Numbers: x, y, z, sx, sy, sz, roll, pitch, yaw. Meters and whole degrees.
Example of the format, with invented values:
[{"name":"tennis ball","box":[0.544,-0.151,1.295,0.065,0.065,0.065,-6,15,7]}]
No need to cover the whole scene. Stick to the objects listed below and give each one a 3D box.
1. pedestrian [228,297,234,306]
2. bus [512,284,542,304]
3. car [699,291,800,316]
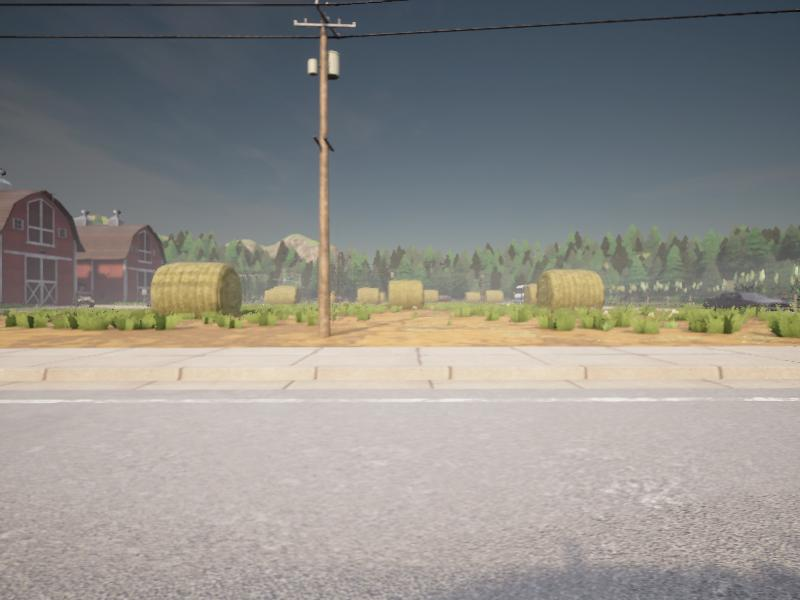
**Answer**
[{"name":"pedestrian","box":[-25.668,0.211,60.917,0.751,1.300,0.751,0,0,-16]},{"name":"bus","box":[28.957,-1.251,91.826,3.944,4.253,10.273,0,0,3]},{"name":"car","box":[22.266,0.201,25.887,2.033,1.411,5.357,0,0,3]}]
